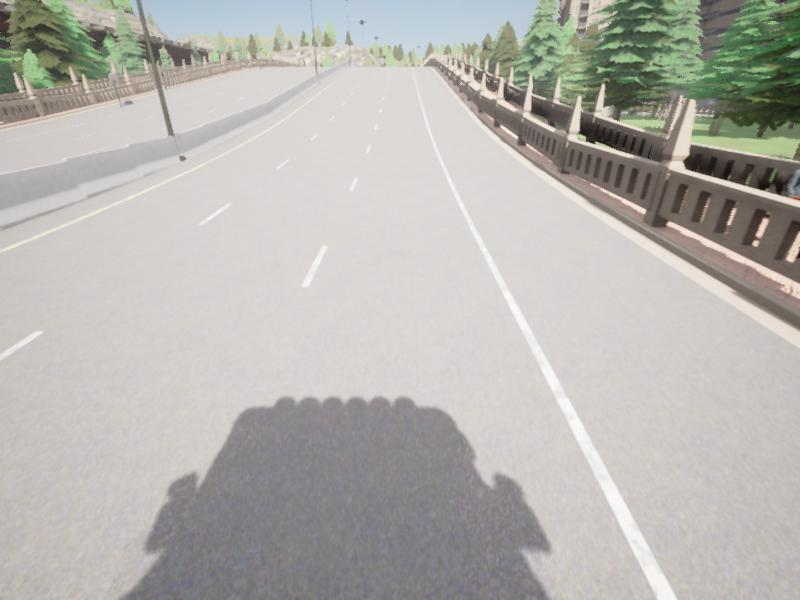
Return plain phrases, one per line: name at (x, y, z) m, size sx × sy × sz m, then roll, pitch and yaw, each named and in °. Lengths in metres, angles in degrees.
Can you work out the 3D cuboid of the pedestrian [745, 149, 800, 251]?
pedestrian at (7.887, -1.978, 7.958) m, size 0.751 × 1.860 × 0.751 m, roll 0°, pitch 27°, yaw 0°
